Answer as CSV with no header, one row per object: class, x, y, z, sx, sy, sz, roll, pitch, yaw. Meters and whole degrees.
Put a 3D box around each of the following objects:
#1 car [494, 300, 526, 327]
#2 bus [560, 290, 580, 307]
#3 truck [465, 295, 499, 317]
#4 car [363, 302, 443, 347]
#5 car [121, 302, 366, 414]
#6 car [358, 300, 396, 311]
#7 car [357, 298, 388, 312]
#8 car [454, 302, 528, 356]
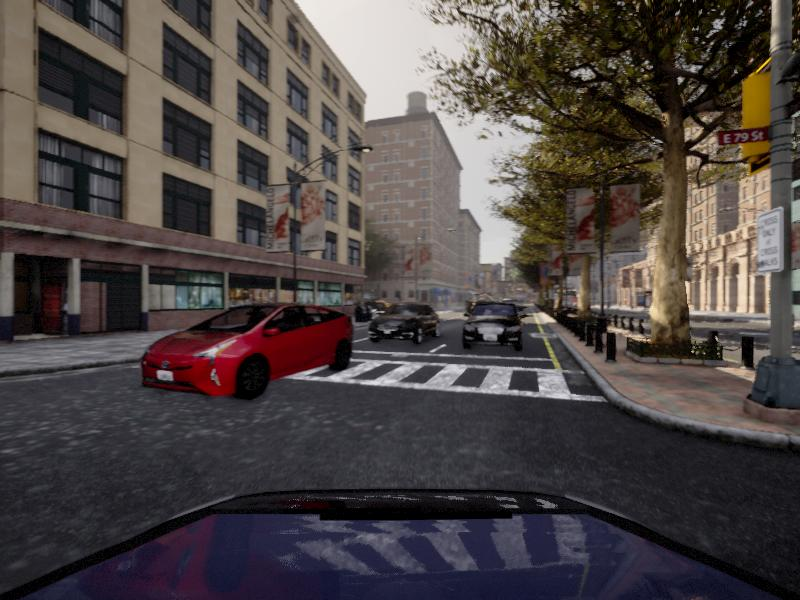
car,7.253,0.805,26.111,1.851,1.617,3.988,0,0,18
bus,44.843,-0.442,106.052,3.944,4.253,10.273,0,0,18
truck,8.465,0.561,41.981,2.390,2.098,6.274,1,0,1
car,0.324,0.847,16.005,1.837,1.490,4.892,0,0,18
car,-2.632,0.824,8.038,2.007,1.525,4.514,0,0,23
car,-3.351,0.798,59.273,5.366,1.575,1.801,0,0,16
car,-3.866,0.642,55.750,3.866,1.878,1.905,0,0,17
car,3.408,0.845,14.117,2.128,1.511,4.902,0,0,18
